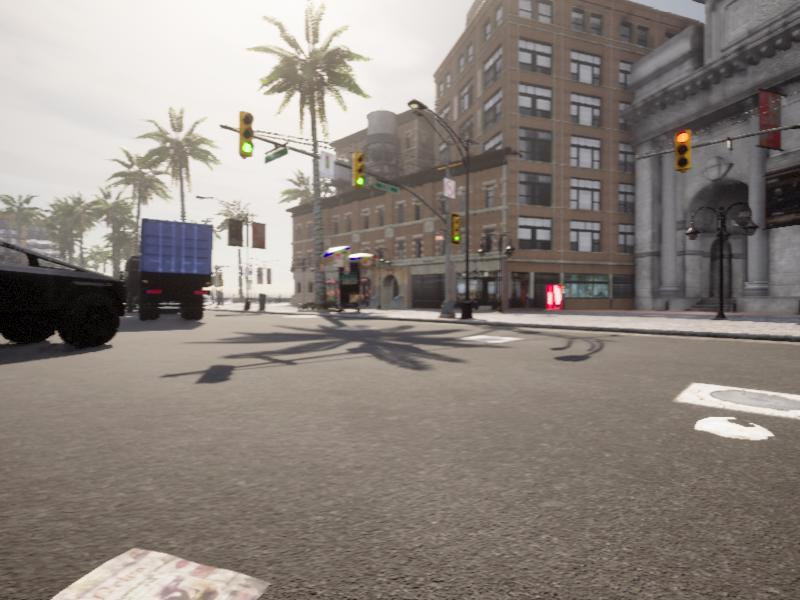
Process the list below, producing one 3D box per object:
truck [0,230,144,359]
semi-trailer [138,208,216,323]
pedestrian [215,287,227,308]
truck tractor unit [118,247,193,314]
[{"bbox_3d":[-7.853,-0.093,6.273,2.390,2.098,6.274,0,0,21],"label":"truck"},{"bbox_3d":[-12.813,-1.312,22.067,2.717,4.402,14.254,1,0,-33],"label":"semi-trailer"},{"bbox_3d":[-16.274,-0.249,36.364,0.751,1.860,0.751,0,0,24],"label":"pedestrian"},{"bbox_3d":[-17.475,-1.234,28.420,6.516,4.208,3.053,1,0,44],"label":"truck tractor unit"}]
